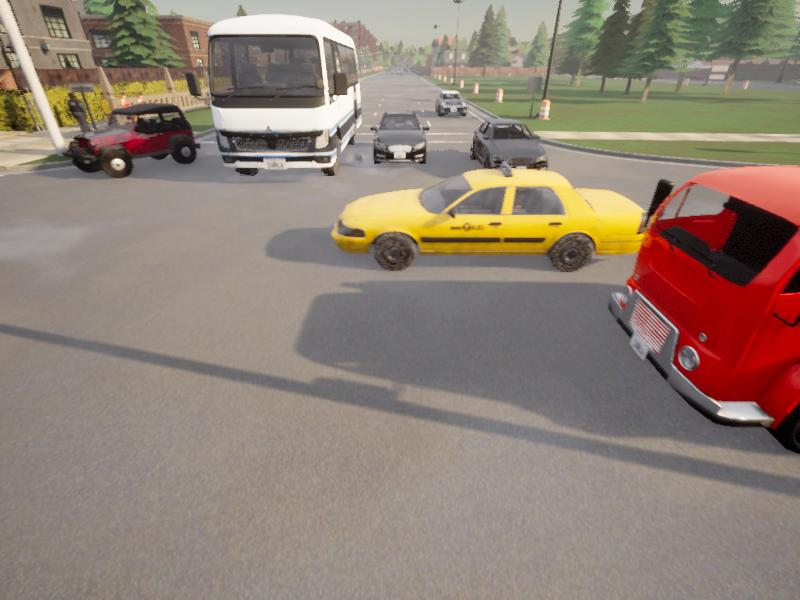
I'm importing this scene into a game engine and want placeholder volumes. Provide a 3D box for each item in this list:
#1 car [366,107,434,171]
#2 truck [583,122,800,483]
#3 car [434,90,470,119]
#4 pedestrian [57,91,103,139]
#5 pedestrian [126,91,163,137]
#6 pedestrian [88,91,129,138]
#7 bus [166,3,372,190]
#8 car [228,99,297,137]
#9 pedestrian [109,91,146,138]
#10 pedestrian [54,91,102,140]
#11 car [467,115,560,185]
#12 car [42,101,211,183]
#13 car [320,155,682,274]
[{"bbox_3d":[-0.002,-6.203,15.062,2.128,1.511,4.902,0,30,0],"label":"car"},{"bbox_3d":[5.168,-0.172,3.852,5.204,2.467,2.627,1,30,0],"label":"truck"},{"bbox_3d":[3.486,-13.501,27.542,1.970,1.475,3.806,0,30,0],"label":"car"},{"bbox_3d":[-14.206,-8.223,17.810,0.751,1.860,0.751,1,30,2],"label":"pedestrian"},{"bbox_3d":[-11.601,-8.468,18.227,0.751,1.860,0.751,-5,31,-9],"label":"pedestrian"},{"bbox_3d":[-13.186,-8.431,18.163,0.751,1.860,0.751,-4,31,-7],"label":"pedestrian"},{"bbox_3d":[-3.384,-7.548,14.645,3.944,4.253,10.273,0,30,0],"label":"bus"},{"bbox_3d":[-7.061,-9.608,21.007,1.994,1.385,4.181,1,30,2],"label":"car"},{"bbox_3d":[-12.331,-8.433,18.167,0.751,1.860,0.751,-8,31,-14],"label":"pedestrian"},{"bbox_3d":[-13.856,-7.960,17.276,0.751,1.860,0.751,4,31,8],"label":"pedestrian"},{"bbox_3d":[3.497,-5.082,13.187,1.816,1.474,4.193,0,30,0],"label":"car"},{"bbox_3d":[-8.764,-5.388,13.295,1.905,1.878,3.866,15,34,24],"label":"car"},{"bbox_3d":[1.506,-1.588,7.120,5.366,1.575,1.801,0,30,1],"label":"car"}]
